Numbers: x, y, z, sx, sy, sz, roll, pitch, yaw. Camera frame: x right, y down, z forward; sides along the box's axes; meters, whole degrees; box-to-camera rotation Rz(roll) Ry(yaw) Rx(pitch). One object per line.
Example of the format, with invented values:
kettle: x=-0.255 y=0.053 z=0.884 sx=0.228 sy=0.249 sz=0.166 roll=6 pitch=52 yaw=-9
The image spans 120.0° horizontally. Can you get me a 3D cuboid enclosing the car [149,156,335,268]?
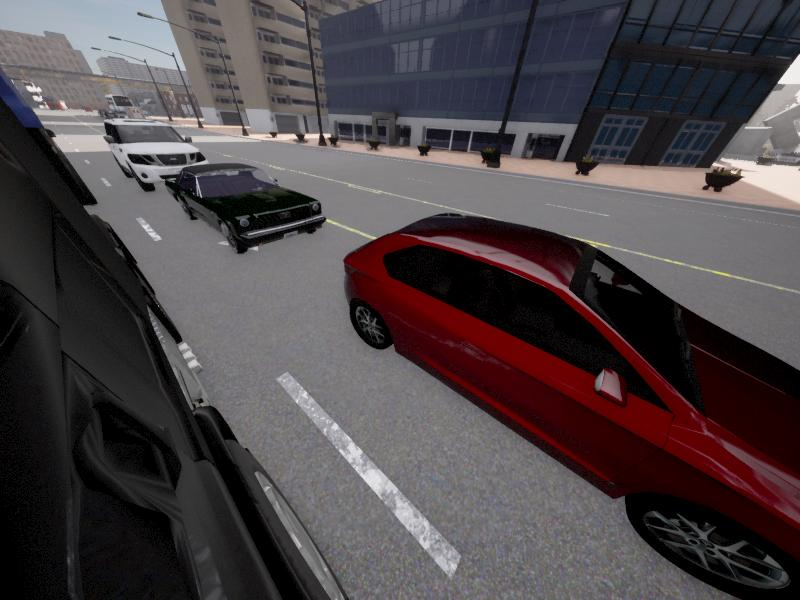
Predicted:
car: x=-3.915 y=-2.477 z=5.626 sx=4.718 sy=1.301 sz=1.895 roll=28 pitch=44 yaw=30

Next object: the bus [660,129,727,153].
bus: x=74.032 y=-40.303 z=58.555 sx=10.273 sy=4.253 sz=3.944 roll=1 pitch=37 yaw=-4

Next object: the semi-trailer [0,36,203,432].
semi-trailer: x=-8.755 y=-3.565 z=4.172 sx=14.254 sy=4.402 sz=2.717 roll=27 pitch=43 yaw=29

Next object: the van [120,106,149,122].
van: x=-57.660 y=-40.370 z=50.139 sx=6.366 sy=2.431 sz=2.351 roll=29 pitch=44 yaw=28

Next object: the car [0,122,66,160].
car: x=-22.275 y=-9.523 z=13.726 sx=4.902 sy=1.511 sz=2.128 roll=28 pitch=44 yaw=30

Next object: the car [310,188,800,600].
car: x=1.278 y=0.188 z=2.244 sx=4.193 sy=1.474 sz=1.816 roll=28 pitch=44 yaw=30

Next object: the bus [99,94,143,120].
bus: x=-66.090 y=-45.759 z=54.701 sx=10.273 sy=4.253 sz=3.944 roll=29 pitch=44 yaw=29

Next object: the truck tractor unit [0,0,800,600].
truck tractor unit: x=-2.645 y=-0.295 z=0.351 sx=6.516 sy=4.208 sz=3.053 roll=28 pitch=44 yaw=30

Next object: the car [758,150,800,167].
car: x=54.744 y=-19.728 z=32.279 sx=2.038 sy=1.542 sz=4.974 roll=-20 pitch=44 yaw=-28

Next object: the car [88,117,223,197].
car: x=-9.754 y=-5.873 z=9.176 sx=5.566 sy=2.045 sz=2.150 roll=28 pitch=44 yaw=30

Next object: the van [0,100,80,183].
van: x=-16.572 y=-6.878 z=9.791 sx=6.366 sy=2.431 sz=2.351 roll=28 pitch=44 yaw=30
